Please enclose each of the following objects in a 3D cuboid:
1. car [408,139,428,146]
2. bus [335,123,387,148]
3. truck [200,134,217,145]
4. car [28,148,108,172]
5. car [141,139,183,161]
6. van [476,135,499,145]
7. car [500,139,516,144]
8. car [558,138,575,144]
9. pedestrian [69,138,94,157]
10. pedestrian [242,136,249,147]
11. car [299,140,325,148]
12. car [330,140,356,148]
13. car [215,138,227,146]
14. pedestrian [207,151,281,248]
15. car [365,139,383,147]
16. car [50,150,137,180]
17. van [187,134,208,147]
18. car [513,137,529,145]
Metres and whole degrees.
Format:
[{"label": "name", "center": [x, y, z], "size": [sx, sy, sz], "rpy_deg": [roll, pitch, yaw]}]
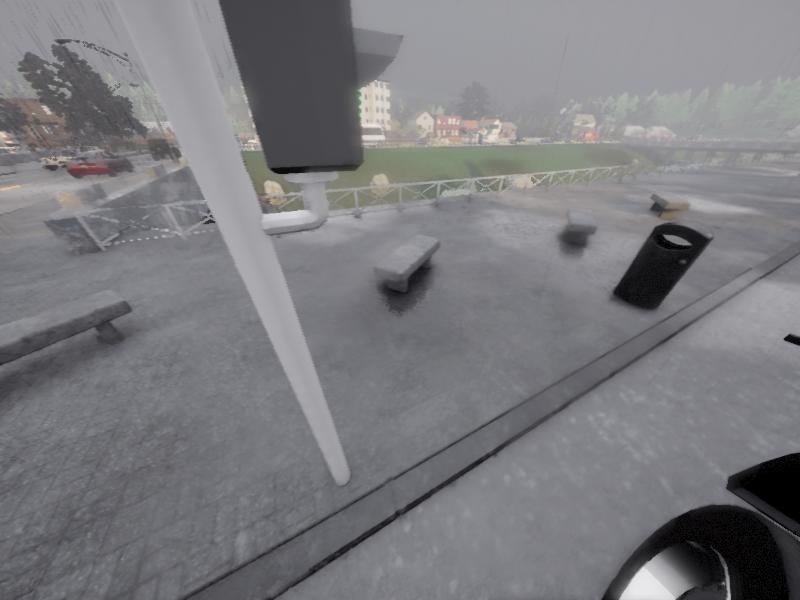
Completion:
[{"label": "car", "center": [4.840, -41.564, 60.921], "size": [4.892, 1.490, 1.837], "rpy_deg": [-16, 38, -21]}, {"label": "bus", "center": [-8.451, -36.420, 51.318], "size": [10.273, 4.253, 3.944], "rpy_deg": [-15, 38, -21]}, {"label": "truck", "center": [-57.388, -48.175, 69.323], "size": [2.627, 2.467, 5.204], "rpy_deg": [-16, 38, -21]}, {"label": "car", "center": [-26.979, -11.638, 19.074], "size": [1.895, 1.301, 4.718], "rpy_deg": [-16, 38, -21]}, {"label": "car", "center": [-27.030, -17.223, 26.400], "size": [1.905, 1.878, 3.866], "rpy_deg": [-16, 38, -21]}, {"label": "van", "center": [26.153, -47.987, 69.136], "size": [6.366, 2.431, 2.351], "rpy_deg": [-16, 38, -21]}, {"label": "car", "center": [33.925, -49.728, 72.557], "size": [4.718, 1.301, 1.895], "rpy_deg": [-16, 38, -21]}, {"label": "car", "center": [55.974, -53.461, 77.662], "size": [4.792, 1.488, 2.163], "rpy_deg": [-16, 38, -21]}, {"label": "pedestrian", "center": [-37.776, -18.105, 27.436], "size": [0.751, 1.860, 0.751], "rpy_deg": [-17, 39, -23]}, {"label": "pedestrian", "center": [-33.892, -34.812, 50.688], "size": [0.751, 1.860, 0.751], "rpy_deg": [-16, 38, -21]}, {"label": "car", "center": [-19.408, -34.616, 51.157], "size": [4.892, 1.490, 1.837], "rpy_deg": [-15, 38, -20]}, {"label": "car", "center": [-13.160, -36.422, 53.782], "size": [5.357, 1.411, 2.033], "rpy_deg": [-16, 38, -21]}, {"label": "car", "center": [-49.464, -43.683, 63.818], "size": [1.789, 1.549, 3.705], "rpy_deg": [-16, 39, -21]}, {"label": "pedestrian", "center": [-3.372, -2.242, 5.216], "size": [0.751, 1.860, 0.751], "rpy_deg": [-14, 38, -19]}, {"label": "car", "center": [-6.370, -38.381, 56.463], "size": [3.806, 1.475, 1.970], "rpy_deg": [-16, 38, -21]}, {"label": "car", "center": [-20.605, -9.389, 15.857], "size": [1.994, 1.385, 4.181], "rpy_deg": [-16, 38, -21]}, {"label": "van", "center": [-50.239, -39.678, 57.442], "size": [2.351, 2.431, 6.366], "rpy_deg": [-16, 38, -21]}, {"label": "car", "center": [36.553, -48.118, 69.813], "size": [3.866, 1.878, 1.905], "rpy_deg": [-16, 38, -21]}]
